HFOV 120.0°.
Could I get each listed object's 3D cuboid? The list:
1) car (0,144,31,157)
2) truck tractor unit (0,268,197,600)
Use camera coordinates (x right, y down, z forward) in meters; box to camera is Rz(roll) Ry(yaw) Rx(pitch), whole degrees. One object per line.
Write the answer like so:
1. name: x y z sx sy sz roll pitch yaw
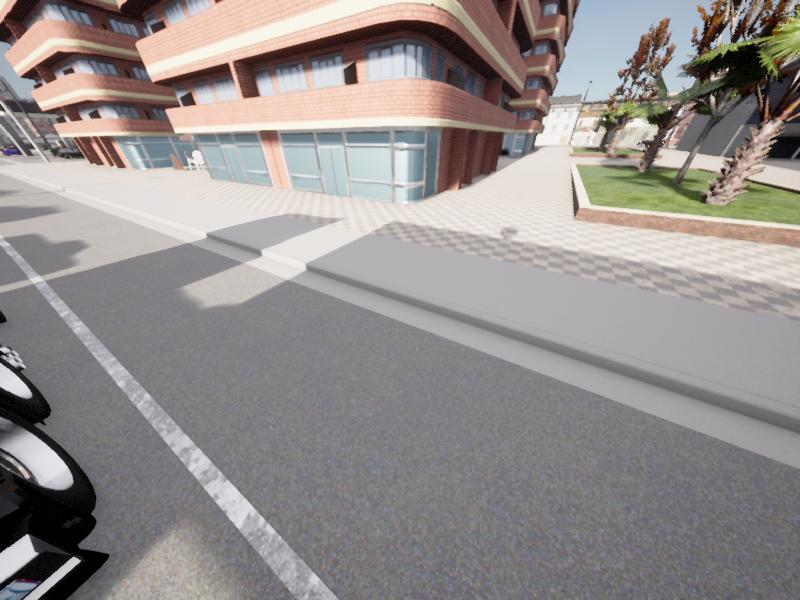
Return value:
1. car: -67.463 -26.129 40.286 4.611 1.667 2.242 18 39 25
2. truck tractor unit: -5.122 -0.288 0.779 6.516 4.208 3.053 18 39 24
